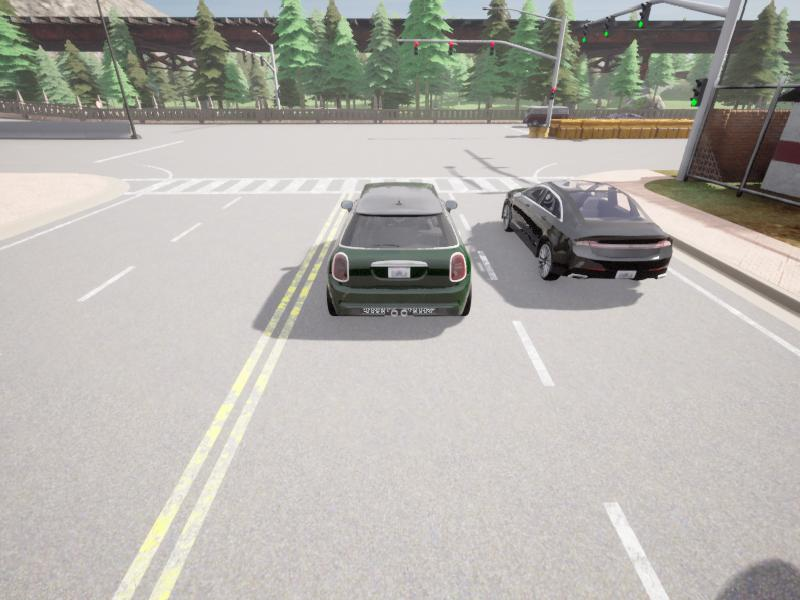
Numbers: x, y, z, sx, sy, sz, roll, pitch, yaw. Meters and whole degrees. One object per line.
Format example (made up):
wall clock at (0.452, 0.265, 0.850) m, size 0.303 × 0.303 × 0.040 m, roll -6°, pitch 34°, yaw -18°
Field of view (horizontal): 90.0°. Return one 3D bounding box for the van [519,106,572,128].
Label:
van at (14.743, -18.666, 40.787) m, size 4.442 × 1.987 × 1.775 m, roll -1°, pitch 27°, yaw -2°

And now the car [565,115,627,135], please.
car at (16.946, -15.225, 34.763) m, size 4.181 × 1.385 × 1.994 m, roll -1°, pitch 27°, yaw -2°

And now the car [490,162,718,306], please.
car at (3.489, -1.694, 8.262) m, size 2.128 × 1.511 × 4.902 m, roll 0°, pitch 27°, yaw 0°

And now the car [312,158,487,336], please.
car at (-0.013, -1.318, 7.219) m, size 2.097 × 1.767 × 4.553 m, roll 0°, pitch 27°, yaw 0°

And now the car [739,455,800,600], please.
car at (3.504, 2.329, 0.285) m, size 1.930 × 1.638 × 5.238 m, roll 0°, pitch 27°, yaw 0°

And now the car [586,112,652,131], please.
car at (20.690, -16.945, 37.956) m, size 4.902 × 1.511 × 2.128 m, roll -1°, pitch 27°, yaw -2°
